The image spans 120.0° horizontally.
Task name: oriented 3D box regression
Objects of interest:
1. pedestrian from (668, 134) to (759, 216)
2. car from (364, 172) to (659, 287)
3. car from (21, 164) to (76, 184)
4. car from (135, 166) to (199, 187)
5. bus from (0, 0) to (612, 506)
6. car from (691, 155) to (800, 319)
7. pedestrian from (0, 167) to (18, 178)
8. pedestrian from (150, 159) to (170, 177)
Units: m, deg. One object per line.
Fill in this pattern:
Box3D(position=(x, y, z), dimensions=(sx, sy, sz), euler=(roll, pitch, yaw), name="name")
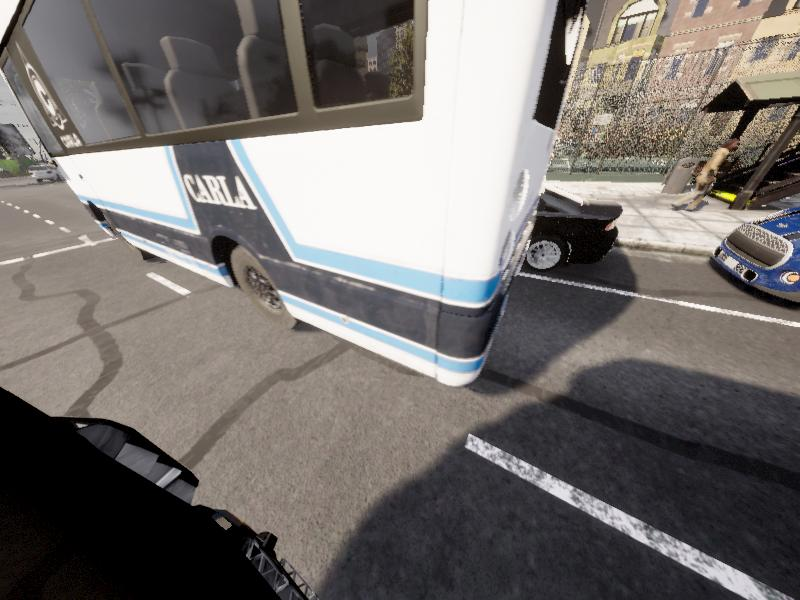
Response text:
Box3D(position=(8.552, -3.430, 6.414), dimensions=(0.751, 1.860, 0.751), euler=(-29, 42, -33), name="pedestrian")
Box3D(position=(1.903, -2.007, 5.397), dimensions=(5.008, 1.535, 2.097), euler=(16, 38, 26), name="car")
Box3D(position=(-50.271, -18.274, 33.268), dimensions=(2.150, 2.045, 5.566), euler=(-22, 38, -26), name="car")
Box3D(position=(-22.891, -12.296, 22.844), dimensions=(4.181, 1.385, 1.994), euler=(-29, 42, -34), name="car")
Box3D(position=(-3.049, -2.569, 4.169), dimensions=(10.273, 4.253, 3.944), euler=(17, 38, 26), name="bus")
Box3D(position=(7.505, -0.570, 2.592), dimensions=(4.553, 1.767, 2.185), euler=(16, 38, 26), name="car")
Box3D(position=(-74.140, -24.153, 43.735), dimensions=(0.751, 1.860, 0.751), euler=(-5, 34, -3), name="pedestrian")
Box3D(position=(-29.706, -16.333, 28.649), dimensions=(0.751, 1.860, 0.751), euler=(4, 34, 11), name="pedestrian")
